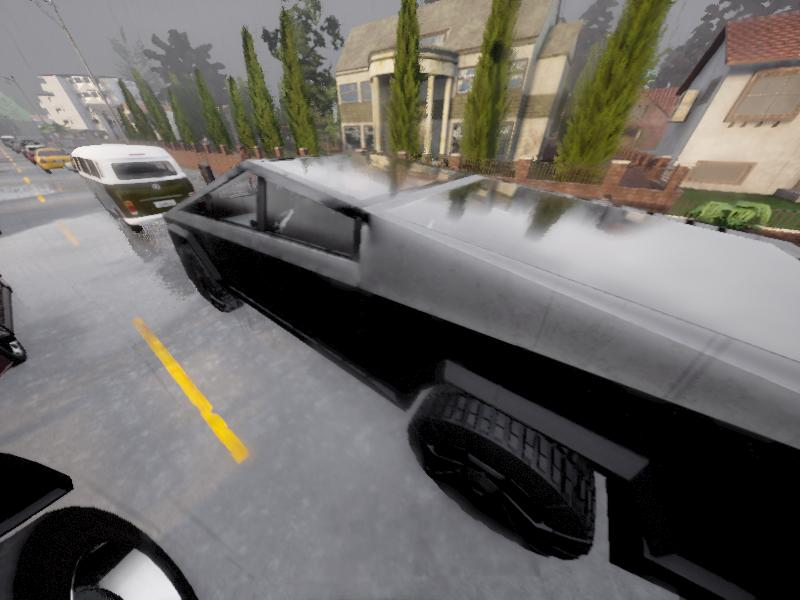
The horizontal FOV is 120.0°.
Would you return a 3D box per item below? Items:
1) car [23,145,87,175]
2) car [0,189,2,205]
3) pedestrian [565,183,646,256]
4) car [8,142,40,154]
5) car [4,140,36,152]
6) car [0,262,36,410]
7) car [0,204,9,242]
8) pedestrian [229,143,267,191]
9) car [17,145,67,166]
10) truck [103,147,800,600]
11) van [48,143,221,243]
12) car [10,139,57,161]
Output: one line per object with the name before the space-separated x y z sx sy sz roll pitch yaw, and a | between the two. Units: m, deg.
car | -26.099 -10.658 17.458 5.366 1.575 1.801 22 41 28
car | -18.092 -4.667 9.063 4.514 1.525 2.007 23 41 28
pedestrian | 4.524 -1.807 5.169 0.751 1.300 0.751 -25 42 -31
car | -55.966 -22.642 34.407 4.181 1.385 1.994 23 41 28
car | -65.813 -26.733 39.980 4.611 1.667 2.242 22 41 28
car | -6.187 0.211 2.399 4.181 1.385 1.994 22 40 28
car | -12.644 -2.482 6.007 4.514 1.525 2.007 23 41 28
pedestrian | -7.054 -6.195 10.816 0.751 1.860 0.751 28 43 33
car | -34.161 -13.874 22.045 3.806 1.475 1.970 22 41 28
truck | -0.411 -0.474 2.762 6.274 2.098 2.390 22 41 28
van | -8.106 -3.554 7.122 4.480 2.038 2.069 22 41 28
car | -41.196 -16.923 25.971 4.605 1.855 1.932 23 41 28
